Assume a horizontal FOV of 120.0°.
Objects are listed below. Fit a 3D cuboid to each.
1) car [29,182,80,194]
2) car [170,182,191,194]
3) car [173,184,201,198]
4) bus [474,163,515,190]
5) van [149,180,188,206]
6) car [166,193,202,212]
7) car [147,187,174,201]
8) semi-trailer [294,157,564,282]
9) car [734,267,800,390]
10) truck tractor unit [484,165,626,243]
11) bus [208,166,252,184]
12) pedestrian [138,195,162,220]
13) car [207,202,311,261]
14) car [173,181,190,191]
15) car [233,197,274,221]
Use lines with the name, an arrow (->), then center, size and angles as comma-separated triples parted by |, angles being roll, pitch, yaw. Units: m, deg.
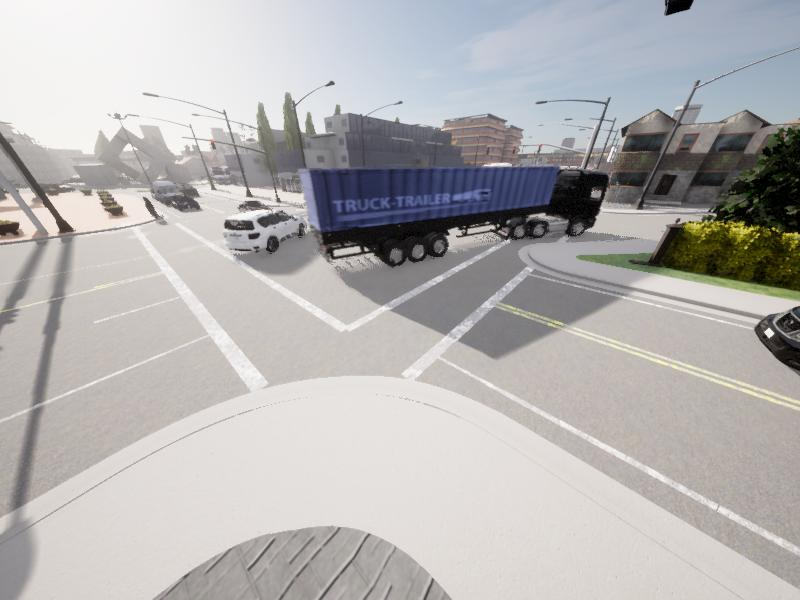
car -> -63.032, -20.506, 42.292 | 4.611, 1.667, 2.242 | -7, 31, -13
car -> -39.723, -20.263, 41.765 | 1.930, 1.638, 5.238 | -26, 39, -37
car -> -34.663, -17.825, 37.543 | 5.238, 1.638, 1.930 | 23, 37, 34
bus -> 19.637, -25.762, 47.774 | 3.944, 4.253, 10.273 | 23, 39, 34
van -> -29.986, -13.922, 29.886 | 5.915, 2.561, 1.988 | 23, 37, 34
car -> -24.281, -11.043, 25.962 | 4.193, 1.474, 1.816 | 23, 37, 34
car -> -35.140, -15.621, 33.838 | 3.633, 1.501, 1.845 | 22, 37, 33
semi-trailer -> 2.572, -4.964, 12.488 | 14.254, 4.402, 2.717 | -15, 33, -25
car -> 11.035, 1.388, 3.860 | 5.566, 2.045, 2.150 | 23, 37, 34
truck tractor unit -> 9.720, -6.493, 15.322 | 6.516, 4.208, 3.053 | -5, 30, -9
bus -> -48.577, -36.178, 66.725 | 3.944, 4.253, 10.273 | 1, 30, 3
pedestrian -> -21.638, -8.032, 20.014 | 0.751, 1.860, 0.751 | -26, 39, -37
car -> -7.834, -4.354, 13.859 | 2.150, 2.045, 5.566 | 4, 31, 6
car -> -44.098, -23.018, 46.704 | 1.816, 1.474, 4.193 | -18, 35, -28
car -> -13.930, -8.672, 21.887 | 4.193, 1.474, 1.816 | 26, 39, 37
